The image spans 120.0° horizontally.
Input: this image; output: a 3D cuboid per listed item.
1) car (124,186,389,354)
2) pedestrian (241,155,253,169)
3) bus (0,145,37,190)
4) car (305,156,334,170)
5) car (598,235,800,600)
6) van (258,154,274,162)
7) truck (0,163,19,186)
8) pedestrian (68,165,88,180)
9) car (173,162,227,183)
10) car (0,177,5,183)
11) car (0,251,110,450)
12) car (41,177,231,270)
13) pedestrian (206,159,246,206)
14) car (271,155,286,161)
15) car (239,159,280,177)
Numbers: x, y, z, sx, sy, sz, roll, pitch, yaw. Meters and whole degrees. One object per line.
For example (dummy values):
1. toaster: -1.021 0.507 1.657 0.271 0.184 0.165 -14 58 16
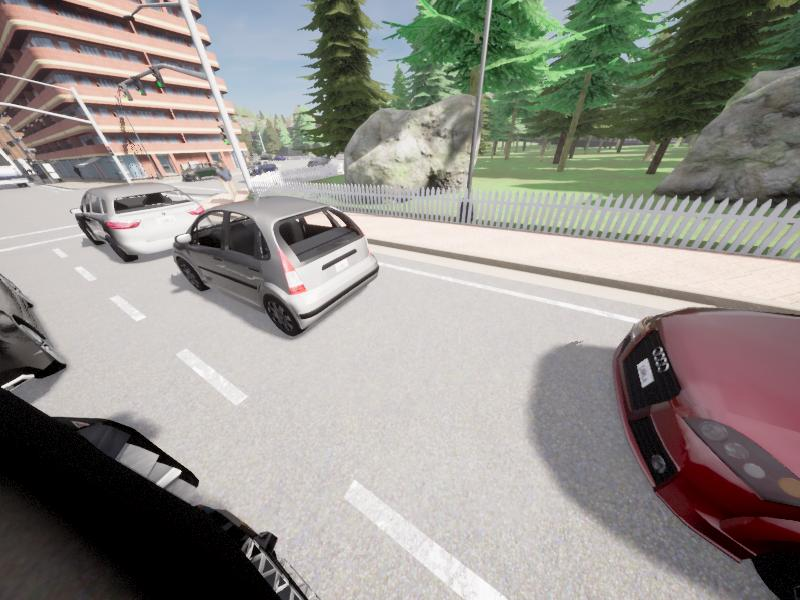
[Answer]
1. car: -2.422 -0.929 4.082 3.988 1.617 1.851 16 38 27
2. pedestrian: -24.233 -21.875 36.670 0.751 1.860 0.751 3 34 9
3. bus: -49.466 -15.801 27.737 10.273 4.253 3.944 16 38 27
4. car: -11.757 -20.283 34.048 2.033 1.411 5.357 0 34 5
5. car: 3.740 0.999 0.917 4.181 1.385 1.994 18 39 28
6. van: -40.264 -42.607 69.341 4.442 1.987 1.775 17 38 27
7. truck: -60.299 -18.905 33.628 8.468 3.827 2.891 16 38 27
8. pedestrian: -45.071 -17.840 32.309 0.751 1.860 0.751 17 39 28
9. car: -21.156 -13.661 24.658 1.789 1.549 3.705 9 35 17
10. car: -68.767 -20.420 38.725 4.674 1.442 1.812 16 38 27
11. car: -6.015 0.307 2.586 4.902 1.511 2.128 16 38 27
12. car: -7.775 -2.548 6.878 4.611 1.667 2.242 17 38 27
13. pedestrian: -8.260 -5.610 11.036 0.751 1.860 0.751 24 42 34
14. car: -37.686 -43.891 71.531 4.193 1.474 1.816 17 38 27
15. car: -16.470 -15.685 27.413 1.970 1.475 3.806 4 34 10
